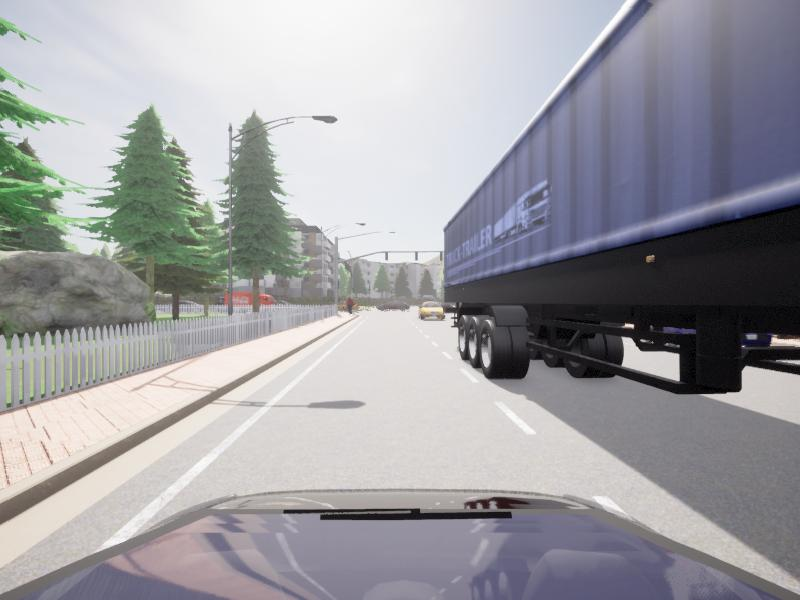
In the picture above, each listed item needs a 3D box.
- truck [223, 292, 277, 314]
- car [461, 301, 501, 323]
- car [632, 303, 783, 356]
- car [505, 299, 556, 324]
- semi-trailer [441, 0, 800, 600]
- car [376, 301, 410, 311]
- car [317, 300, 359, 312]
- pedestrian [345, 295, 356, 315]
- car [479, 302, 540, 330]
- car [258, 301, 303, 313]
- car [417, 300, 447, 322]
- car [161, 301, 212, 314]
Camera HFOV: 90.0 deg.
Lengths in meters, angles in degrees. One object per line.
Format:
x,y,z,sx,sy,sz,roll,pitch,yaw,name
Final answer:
-17.188,0.357,46.139,5.204,2.467,2.627,0,0,0,truck
6.005,0.823,30.287,1.882,1.535,5.008,0,0,-2,car
10.038,0.854,13.554,1.816,1.474,4.193,0,0,-2,car
9.528,0.778,29.605,2.033,1.649,4.856,0,0,-2,car
3.062,-0.618,6.799,2.717,4.402,14.254,0,0,-2,semi-trailer
-0.964,0.870,56.737,4.674,1.442,1.812,0,0,0,car
-8.205,0.802,53.197,5.366,1.575,1.801,0,0,0,car
-4.628,0.486,37.197,0.751,1.860,0.751,0,0,18,pedestrian
6.234,0.851,23.443,2.163,1.488,4.792,0,0,-2,car
-14.752,0.836,49.654,4.902,1.511,2.128,0,0,0,car
2.447,0.801,32.030,1.801,1.575,5.366,0,0,-2,car
-24.545,0.845,46.090,4.892,1.490,1.837,0,0,0,car
